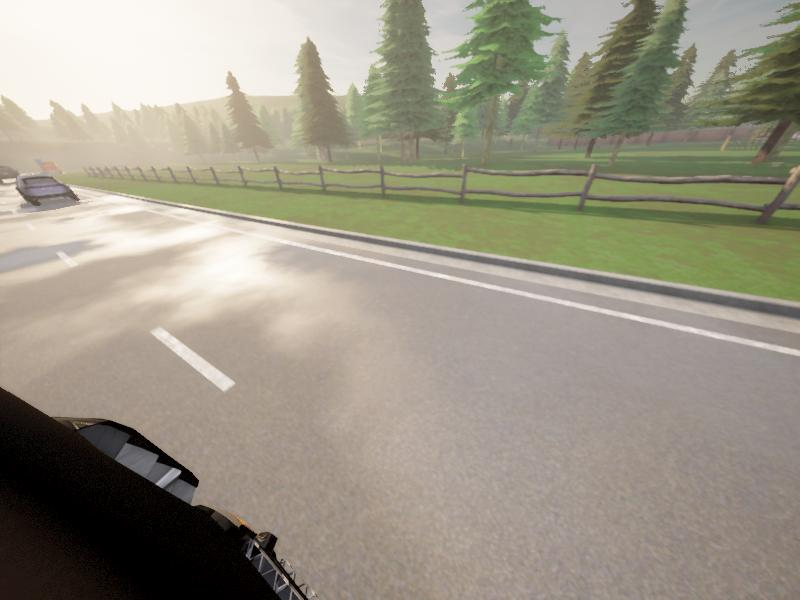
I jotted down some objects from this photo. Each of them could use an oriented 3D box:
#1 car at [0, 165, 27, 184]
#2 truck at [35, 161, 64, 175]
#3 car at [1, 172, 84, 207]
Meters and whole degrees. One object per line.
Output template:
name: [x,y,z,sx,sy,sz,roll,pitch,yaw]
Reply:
car: [-56.160,-17.954,33.035,5.566,2.045,2.150,18,39,29]
truck: [-79.692,-30.106,52.568,5.204,2.467,2.627,23,41,33]
car: [-23.515,-7.360,15.187,4.856,1.649,2.033,17,38,27]
